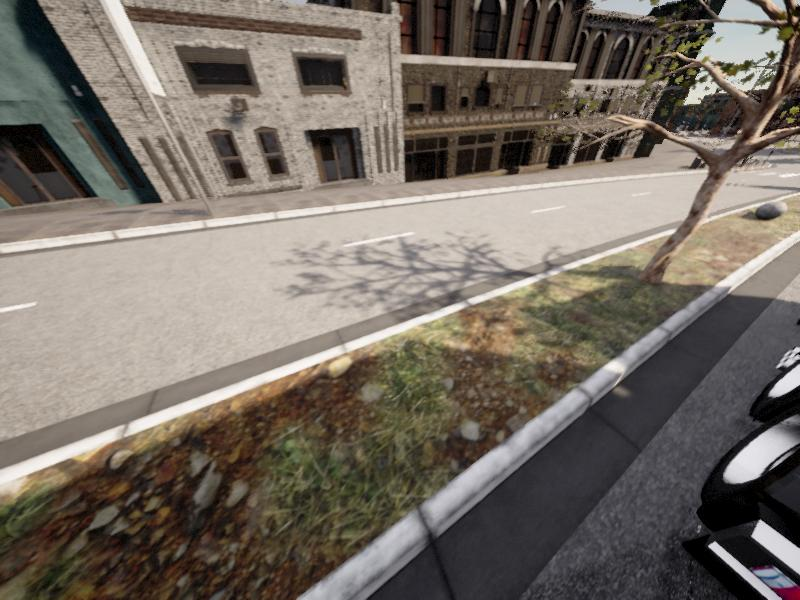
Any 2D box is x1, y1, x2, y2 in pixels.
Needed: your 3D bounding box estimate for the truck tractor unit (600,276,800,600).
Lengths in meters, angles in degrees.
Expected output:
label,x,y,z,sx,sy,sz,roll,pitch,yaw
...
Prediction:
label,x,y,z,sx,sy,sz,roll,pitch,yaw
truck tractor unit,5.140,-0.268,0.759,6.516,4.208,3.053,-17,39,-23
